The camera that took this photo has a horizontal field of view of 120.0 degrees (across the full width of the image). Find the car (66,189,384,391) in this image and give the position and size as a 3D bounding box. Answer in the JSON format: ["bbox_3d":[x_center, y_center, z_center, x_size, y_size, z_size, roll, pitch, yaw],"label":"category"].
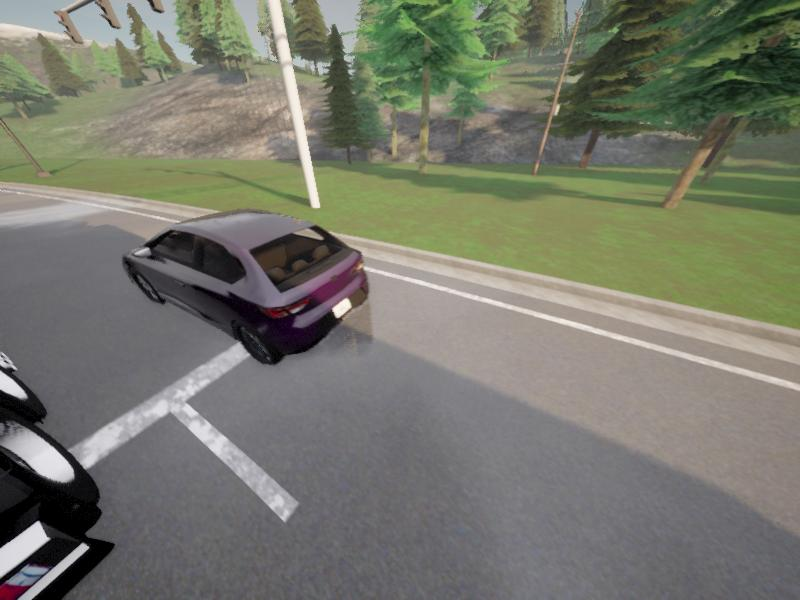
[{"bbox_3d":[-2.551,-0.616,3.606,4.193,1.474,1.816,17,38,23],"label":"car"}]

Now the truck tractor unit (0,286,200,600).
[{"bbox_3d":[-5.146,-0.264,0.726,6.516,4.208,3.053,17,38,22],"label":"truck tractor unit"}]
